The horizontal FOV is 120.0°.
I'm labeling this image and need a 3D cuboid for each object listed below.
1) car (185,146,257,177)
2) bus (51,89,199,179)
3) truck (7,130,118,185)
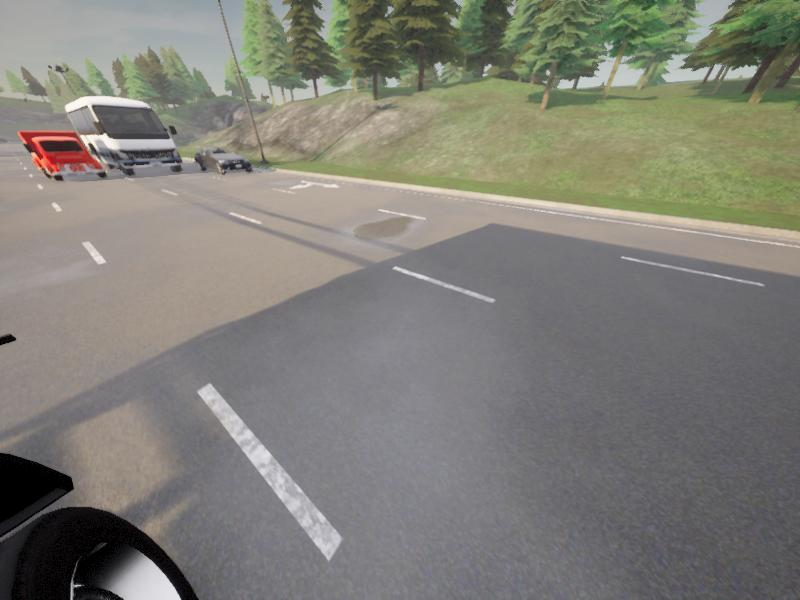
[{"bbox_3d":[-13.423,-10.505,17.299,5.027,1.651,2.152,22,41,28],"label":"car"},{"bbox_3d":[-20.362,-12.046,17.146,10.273,4.253,3.944,22,41,28],"label":"bus"},{"bbox_3d":[-20.795,-8.940,14.282,5.204,2.467,2.627,22,41,28],"label":"truck"}]
